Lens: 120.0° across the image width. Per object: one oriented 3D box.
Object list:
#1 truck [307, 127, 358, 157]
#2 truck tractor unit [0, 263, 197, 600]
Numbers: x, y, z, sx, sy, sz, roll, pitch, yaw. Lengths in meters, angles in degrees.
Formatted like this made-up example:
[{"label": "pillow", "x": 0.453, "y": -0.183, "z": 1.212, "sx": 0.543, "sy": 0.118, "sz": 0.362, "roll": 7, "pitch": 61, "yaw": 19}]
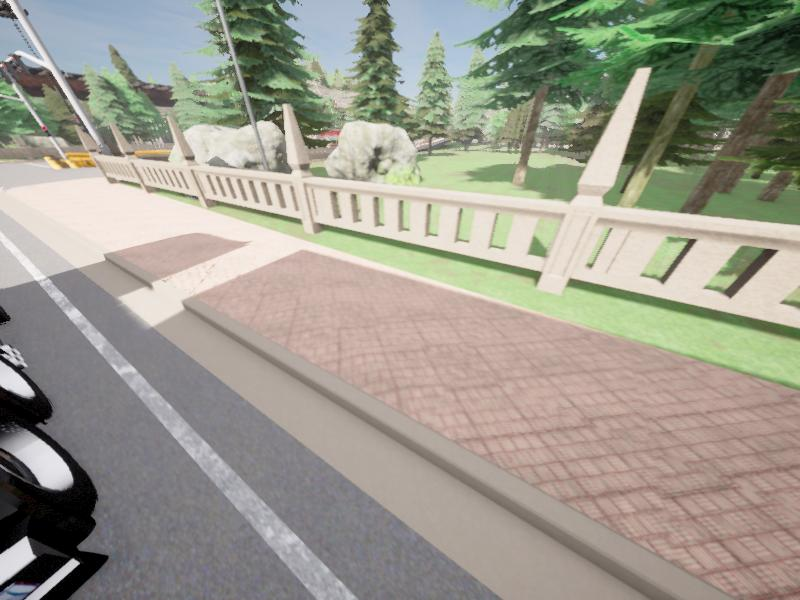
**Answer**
[{"label": "truck", "x": -11.230, "y": -27.267, "z": 39.669, "sx": 2.891, "sy": 3.827, "sz": 8.468, "roll": 18, "pitch": 41, "yaw": 24}, {"label": "truck tractor unit", "x": -5.113, "y": -0.299, "z": 0.780, "sx": 6.516, "sy": 4.208, "sz": 3.053, "roll": 18, "pitch": 39, "yaw": 24}]
